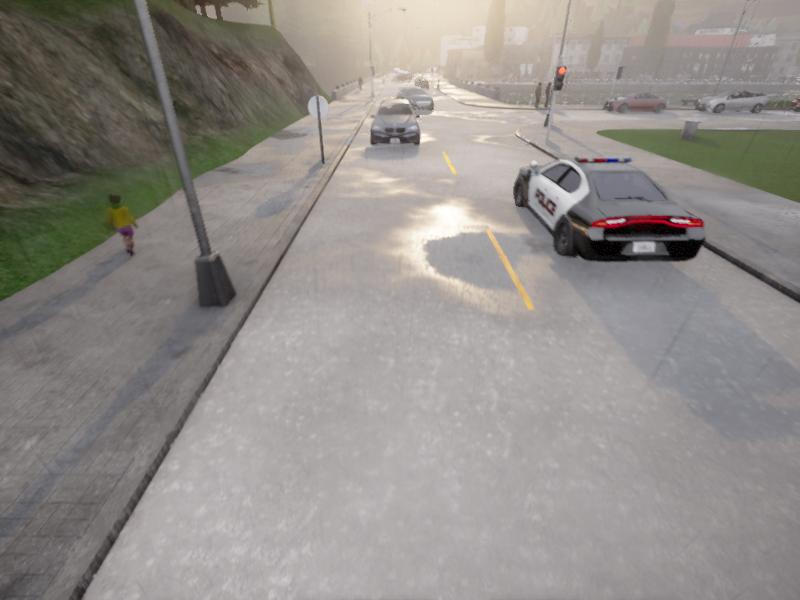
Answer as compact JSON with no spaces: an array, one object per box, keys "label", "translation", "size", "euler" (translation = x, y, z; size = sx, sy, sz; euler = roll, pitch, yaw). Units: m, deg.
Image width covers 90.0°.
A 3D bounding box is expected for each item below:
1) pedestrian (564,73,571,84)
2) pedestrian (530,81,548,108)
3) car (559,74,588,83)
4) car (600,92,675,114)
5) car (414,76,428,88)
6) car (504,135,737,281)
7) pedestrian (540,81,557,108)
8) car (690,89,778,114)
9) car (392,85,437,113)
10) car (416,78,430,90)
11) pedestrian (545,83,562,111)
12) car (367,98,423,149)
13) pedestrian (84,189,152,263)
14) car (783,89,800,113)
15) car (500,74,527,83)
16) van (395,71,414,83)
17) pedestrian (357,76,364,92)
[{"label":"pedestrian","translation":[32.290,-42.858,77.272],"size":[0.751,1.860,0.751],"euler":[3,30,5]},{"label":"pedestrian","translation":[11.004,-16.272,31.723],"size":[0.751,1.860,0.751],"euler":[-18,35,-28]},{"label":"car","translation":[37.531,-48.072,86.664],"size":[5.238,1.638,1.930],"euler":[0,30,0]},{"label":"car","translation":[17.629,-14.767,29.938],"size":[4.181,1.385,1.994],"euler":[0,30,-1]},{"label":"car","translation":[3.424,-36.156,66.331],"size":[2.038,1.542,4.974],"euler":[0,30,0]},{"label":"car","translation":[3.864,-2.246,8.340],"size":[2.038,1.542,4.974],"euler":[0,30,0]},{"label":"pedestrian","translation":[11.880,-16.418,31.975],"size":[0.751,1.860,0.751],"euler":[-2,30,-3]},{"label":"car","translation":[24.871,-14.850,29.936],"size":[4.514,1.525,2.007],"euler":[0,30,0]},{"label":"car","translation":[1.071,-16.066,31.869],"size":[2.033,1.649,4.856],"euler":[-10,32,-15]},{"label":"car","translation":[3.465,-32.801,60.648],"size":[1.816,1.474,4.193],"euler":[0,30,0]},{"label":"pedestrian","translation":[11.967,-15.866,31.270],"size":[0.751,1.860,0.751],"euler":[0,30,0]},{"label":"car","translation":[-0.214,-8.278,18.506],"size":[2.242,1.667,4.611],"euler":[0,30,0]},{"label":"pedestrian","translation":[-4.743,-1.253,6.794],"size":[0.500,1.100,0.500],"euler":[-6,31,-10]},{"label":"car","translation":[32.190,-14.869,29.982],"size":[4.514,1.525,2.007],"euler":[0,30,0]},{"label":"car","translation":[24.510,-48.028,86.583],"size":[5.027,1.651,2.152],"euler":[0,30,0]},{"label":"van","translation":[0.984,-48.380,86.716],"size":[2.069,2.038,4.480],"euler":[-19,36,-27]},{"label":"pedestrian","translation":[-5.020,-27.509,50.944],"size":[0.751,1.860,0.751],"euler":[-3,30,-5]}]
